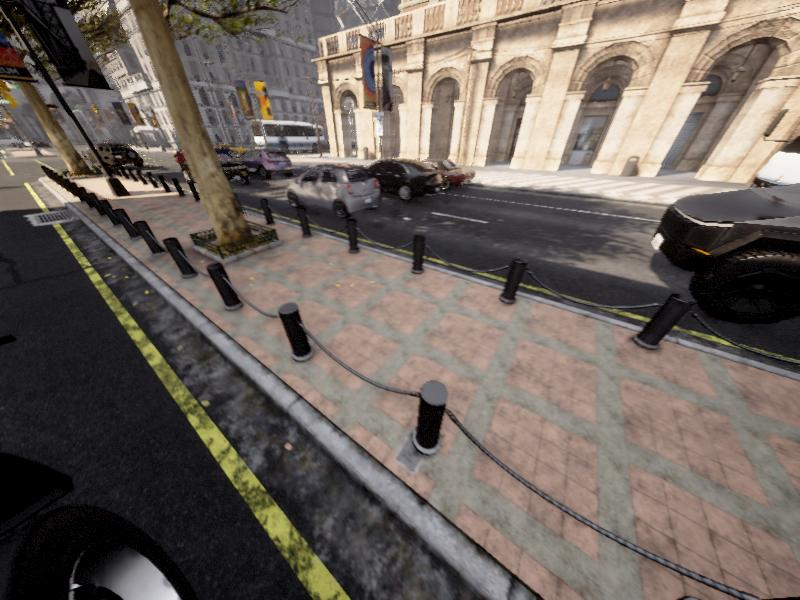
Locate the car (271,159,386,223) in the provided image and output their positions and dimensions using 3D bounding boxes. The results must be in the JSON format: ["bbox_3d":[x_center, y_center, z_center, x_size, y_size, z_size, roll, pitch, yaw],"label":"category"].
[{"bbox_3d":[-2.527,-4.077,8.350,3.633,1.501,1.845,22,40,28],"label":"car"}]

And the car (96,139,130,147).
[{"bbox_3d":[-70.184,-38.460,56.540,2.152,1.651,5.027,-1,35,-2],"label":"car"}]

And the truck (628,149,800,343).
[{"bbox_3d":[7.327,-0.340,2.633,6.274,2.098,2.390,22,41,27],"label":"truck"}]

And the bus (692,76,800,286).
[{"bbox_3d":[12.470,-1.511,2.460,10.273,4.253,3.944,21,40,28],"label":"bus"}]

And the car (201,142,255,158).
[{"bbox_3d":[-23.230,-20.533,31.504,1.801,1.575,5.366,24,42,30],"label":"car"}]

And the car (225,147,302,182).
[{"bbox_3d":[-9.209,-9.258,15.569,4.856,1.649,2.033,22,41,28],"label":"car"}]

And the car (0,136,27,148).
[{"bbox_3d":[-86.419,-34.185,49.977,2.150,2.045,5.566,22,41,28],"label":"car"}]

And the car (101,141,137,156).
[{"bbox_3d":[-40.376,-21.810,33.126,5.238,1.638,1.930,22,40,28],"label":"car"}]

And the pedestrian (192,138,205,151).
[{"bbox_3d":[-34.146,-26.422,39.227,0.751,1.860,0.751,13,37,18],"label":"pedestrian"}]

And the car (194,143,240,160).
[{"bbox_3d":[-21.924,-17.923,27.830,1.789,1.549,3.705,22,40,27],"label":"car"}]

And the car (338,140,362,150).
[{"bbox_3d":[-10.958,-34.220,50.982,1.930,1.638,5.238,22,41,28],"label":"car"}]

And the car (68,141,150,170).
[{"bbox_3d":[-23.950,-11.987,19.110,4.605,1.855,1.932,11,35,15],"label":"car"}]

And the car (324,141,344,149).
[{"bbox_3d":[-14.695,-34.627,51.627,1.845,1.501,3.633,22,41,28],"label":"car"}]

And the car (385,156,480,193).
[{"bbox_3d":[1.638,-7.035,12.779,4.718,1.301,1.895,22,40,27],"label":"car"}]

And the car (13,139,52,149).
[{"bbox_3d":[-78.738,-33.553,49.581,4.974,1.542,2.038,5,36,6],"label":"car"}]

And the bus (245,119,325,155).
[{"bbox_3d":[-17.854,-26.122,37.162,3.944,4.253,10.273,22,40,27],"label":"bus"}]

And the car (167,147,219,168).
[{"bbox_3d":[-18.866,-13.040,21.086,4.181,1.385,1.994,22,40,27],"label":"car"}]

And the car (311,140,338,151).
[{"bbox_3d":[-15.015,-30.888,46.193,2.242,1.667,4.611,22,40,27],"label":"car"}]

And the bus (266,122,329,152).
[{"bbox_3d":[-19.463,-31.658,45.010,3.944,4.253,10.273,22,41,28],"label":"bus"}]

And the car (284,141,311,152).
[{"bbox_3d":[-18.552,-27.907,41.988,1.851,1.617,3.988,22,40,27],"label":"car"}]

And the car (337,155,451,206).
[{"bbox_3d":[-0.388,-5.651,10.637,4.892,1.490,1.837,22,41,27],"label":"car"}]

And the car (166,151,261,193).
[{"bbox_3d":[-10.246,-7.175,12.704,4.902,1.511,2.128,22,41,28],"label":"car"}]
